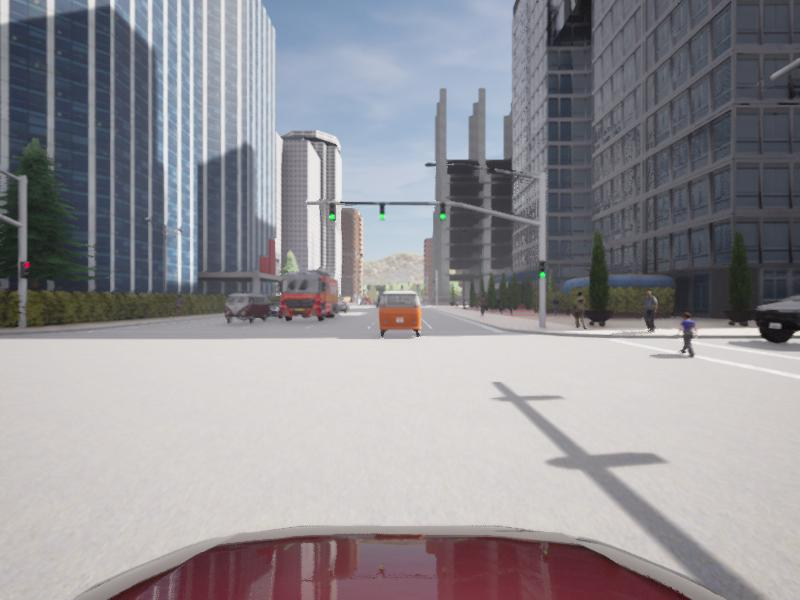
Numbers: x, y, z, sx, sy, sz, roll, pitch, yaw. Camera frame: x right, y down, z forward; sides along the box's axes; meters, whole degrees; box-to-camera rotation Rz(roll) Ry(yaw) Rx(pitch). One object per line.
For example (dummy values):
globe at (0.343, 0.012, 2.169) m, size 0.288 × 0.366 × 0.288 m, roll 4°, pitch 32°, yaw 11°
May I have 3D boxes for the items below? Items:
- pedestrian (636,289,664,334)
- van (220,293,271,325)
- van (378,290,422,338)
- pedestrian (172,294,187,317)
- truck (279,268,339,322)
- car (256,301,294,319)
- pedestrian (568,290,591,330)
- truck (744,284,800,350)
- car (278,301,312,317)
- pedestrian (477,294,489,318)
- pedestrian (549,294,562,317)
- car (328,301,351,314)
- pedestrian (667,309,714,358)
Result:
pedestrian at (10.500, 0.465, 16.821) m, size 0.751 × 1.860 × 0.751 m, roll 0°, pitch 0°, yaw -29°
van at (-10.502, 0.566, 27.562) m, size 1.775 × 1.987 × 4.442 m, roll 0°, pitch 0°, yaw 0°
van at (-0.003, 0.577, 18.655) m, size 1.775 × 1.987 × 4.442 m, roll 0°, pitch 0°, yaw 0°
pedestrian at (-17.797, 0.447, 32.324) m, size 0.751 × 1.860 × 0.751 m, roll 0°, pitch 0°, yaw 0°
truck at (-7.009, -0.358, 32.143) m, size 2.891 × 3.827 × 8.468 m, roll 0°, pitch 0°, yaw 0°
car at (-10.502, 0.814, 33.860) m, size 1.970 × 1.475 × 3.806 m, roll 0°, pitch 0°, yaw 0°
pedestrian at (8.541, 0.463, 19.016) m, size 0.751 × 1.860 × 0.751 m, roll 0°, pitch 0°, yaw 1°
truck at (15.828, 0.526, 13.534) m, size 6.274 × 2.098 × 2.390 m, roll 0°, pitch 0°, yaw 1°
car at (-10.506, 0.848, 40.315) m, size 2.033 × 1.411 × 5.357 m, roll 0°, pitch 0°, yaw 0°
pedestrian at (6.419, 0.449, 31.093) m, size 0.751 × 1.860 × 0.751 m, roll 0°, pitch 0°, yaw -3°
pedestrian at (12.733, 0.443, 32.759) m, size 0.751 × 1.860 × 0.751 m, roll 0°, pitch 0°, yaw 6°
car at (-7.011, 0.853, 46.659) m, size 1.994 × 1.385 × 4.181 m, roll 0°, pitch 0°, yaw -1°
pedestrian at (8.027, 0.904, 11.085) m, size 0.751 × 1.300 × 0.751 m, roll 0°, pitch 0°, yaw -1°
